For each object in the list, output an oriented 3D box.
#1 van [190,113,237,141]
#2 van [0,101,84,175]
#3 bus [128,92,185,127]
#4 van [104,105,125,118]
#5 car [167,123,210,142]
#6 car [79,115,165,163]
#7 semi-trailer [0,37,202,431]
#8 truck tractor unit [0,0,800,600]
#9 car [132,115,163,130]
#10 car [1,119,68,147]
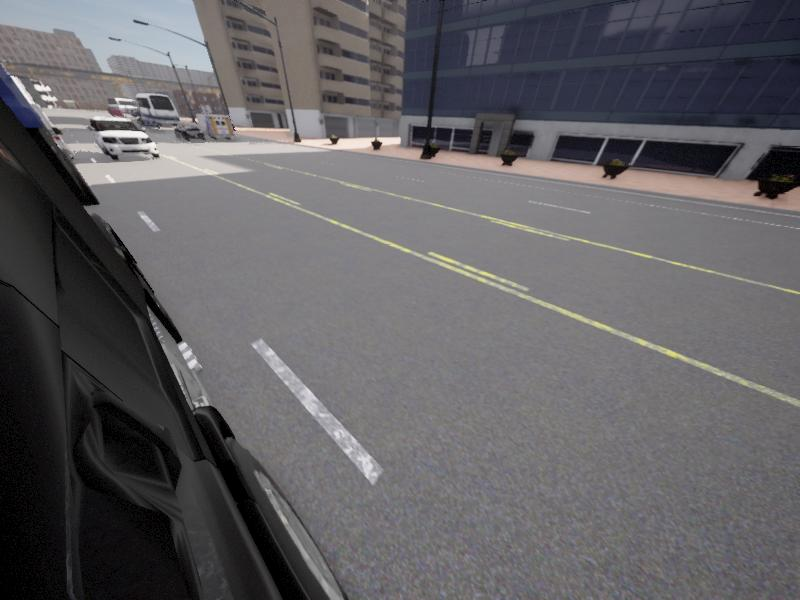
[{"bbox_3d":[-23.788,-22.072,29.459,6.366,2.431,2.351,29,44,29],"label":"van"},{"bbox_3d":[-18.108,-7.906,11.073,6.366,2.431,2.351,28,44,30],"label":"van"},{"bbox_3d":[-43.520,-34.041,41.325,10.273,4.253,3.944,30,45,29],"label":"bus"},{"bbox_3d":[-62.100,-41.024,50.269,4.442,1.987,1.775,29,44,29],"label":"van"},{"bbox_3d":[-23.910,-18.974,26.146,4.902,1.511,2.128,29,44,29],"label":"car"},{"bbox_3d":[-17.186,-10.008,14.270,5.566,2.045,2.150,28,43,30],"label":"car"},{"bbox_3d":[-8.739,-3.571,4.194,14.254,4.402,2.717,28,43,29],"label":"semi-trailer"},{"bbox_3d":[-2.645,-0.295,0.351,6.516,4.208,3.053,28,44,30],"label":"truck tractor unit"},{"bbox_3d":[-39.548,-27.824,36.152,5.357,1.411,2.033,30,45,29],"label":"car"},{"bbox_3d":[-28.190,-13.008,17.947,4.902,1.511,2.128,29,44,30],"label":"car"}]
